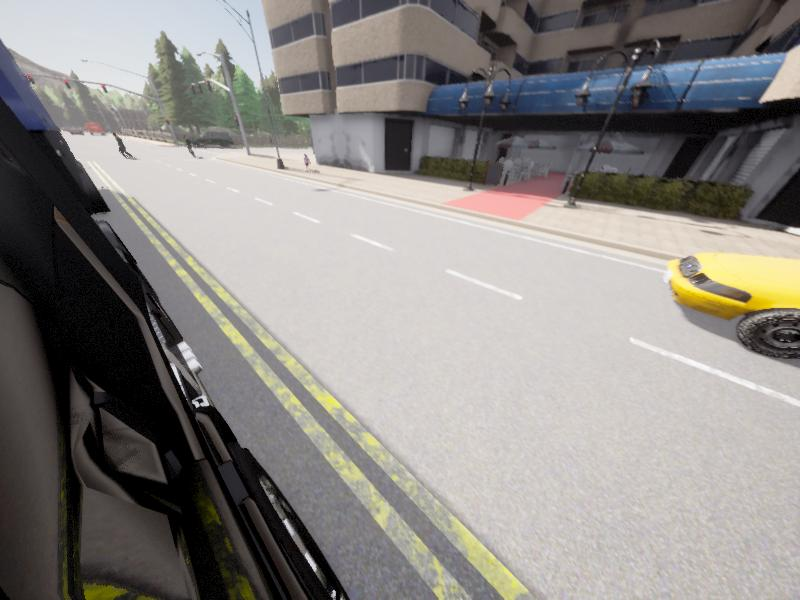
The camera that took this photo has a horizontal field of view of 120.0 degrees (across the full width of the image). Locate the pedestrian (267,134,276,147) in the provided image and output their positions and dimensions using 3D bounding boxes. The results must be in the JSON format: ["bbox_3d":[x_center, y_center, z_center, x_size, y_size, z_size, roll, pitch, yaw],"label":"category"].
[{"bbox_3d":[-23.943,-29.709,43.014,0.751,1.860,0.751,28,42,32],"label":"pedestrian"}]

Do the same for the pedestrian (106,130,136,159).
[{"bbox_3d":[-22.162,-12.346,18.373,0.751,1.860,0.751,28,42,32],"label":"pedestrian"}]

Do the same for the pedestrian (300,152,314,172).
[{"bbox_3d":[-6.268,-9.303,15.568,0.500,1.100,0.500,28,42,31],"label":"pedestrian"}]

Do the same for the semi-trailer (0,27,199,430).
[{"bbox_3d":[-8.667,-3.527,4.399,14.254,4.402,2.717,27,41,31],"label":"semi-trailer"}]

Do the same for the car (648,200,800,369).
[{"bbox_3d":[6.699,0.367,2.430,5.366,1.575,1.801,27,41,31],"label":"car"}]

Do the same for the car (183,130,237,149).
[{"bbox_3d":[-28.064,-23.827,34.339,2.150,2.045,5.566,28,42,32],"label":"car"}]

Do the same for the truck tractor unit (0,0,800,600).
[{"bbox_3d":[-2.645,-0.295,0.351,6.516,4.208,3.053,28,44,30],"label":"truck tractor unit"}]

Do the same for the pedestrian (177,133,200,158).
[{"bbox_3d":[-19.215,-14.017,21.024,0.751,1.860,0.751,25,40,29],"label":"pedestrian"}]
